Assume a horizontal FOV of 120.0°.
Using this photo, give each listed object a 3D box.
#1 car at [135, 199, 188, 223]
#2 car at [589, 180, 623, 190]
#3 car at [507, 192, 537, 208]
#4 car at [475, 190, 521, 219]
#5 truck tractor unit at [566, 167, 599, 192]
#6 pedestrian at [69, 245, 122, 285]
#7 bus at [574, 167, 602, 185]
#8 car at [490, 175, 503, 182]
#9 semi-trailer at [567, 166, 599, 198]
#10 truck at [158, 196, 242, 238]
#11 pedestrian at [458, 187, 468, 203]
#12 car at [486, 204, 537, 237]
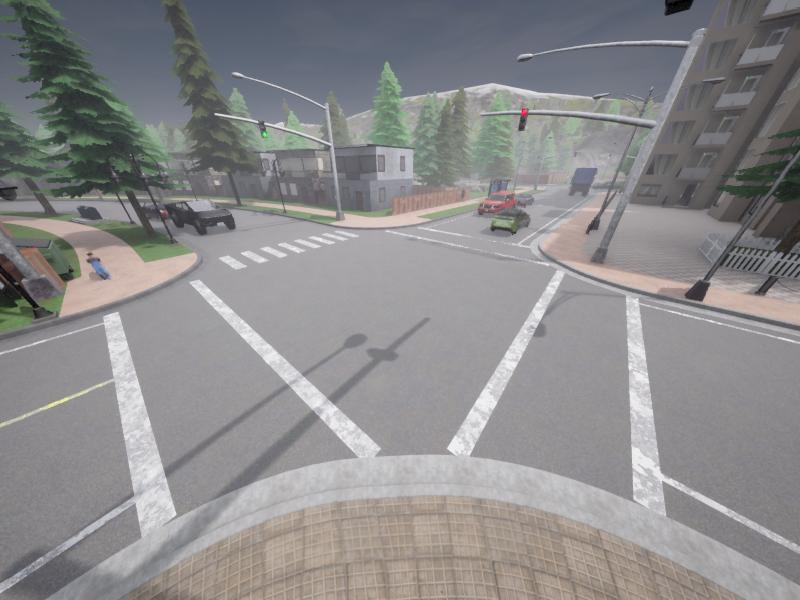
[{"bbox_3d":[-21.960,-8.258,21.303,3.633,1.501,1.845,14,33,22],"label":"car"},{"bbox_3d":[43.844,-24.486,49.316,4.611,1.667,2.242,12,32,19],"label":"car"},{"bbox_3d":[15.349,-12.575,28.979,1.994,1.385,4.181,24,38,35],"label":"car"},{"bbox_3d":[10.071,-9.866,23.608,2.150,2.045,5.566,24,38,35],"label":"car"},{"bbox_3d":[36.973,-24.733,47.173,3.053,4.208,6.516,12,33,20],"label":"truck tractor unit"},{"bbox_3d":[-12.294,-1.422,9.364,0.751,1.300,0.751,17,34,28],"label":"pedestrian"},{"bbox_3d":[53.958,-35.694,66.140,3.944,4.253,10.273,24,38,35],"label":"bus"},{"bbox_3d":[29.590,-37.325,71.038,1.932,1.855,4.605,23,37,34],"label":"car"},{"bbox_3d":[32.760,-21.486,41.363,2.717,4.402,14.254,20,35,30],"label":"semi-trailer"},{"bbox_3d":[-15.490,-6.599,17.860,6.274,2.098,2.390,18,34,28],"label":"truck"},{"bbox_3d":[8.163,-13.544,29.811,0.751,1.860,0.751,25,38,36],"label":"pedestrian"},{"bbox_3d":[8.662,-6.238,17.844,2.007,1.525,4.514,23,37,34],"label":"car"}]
